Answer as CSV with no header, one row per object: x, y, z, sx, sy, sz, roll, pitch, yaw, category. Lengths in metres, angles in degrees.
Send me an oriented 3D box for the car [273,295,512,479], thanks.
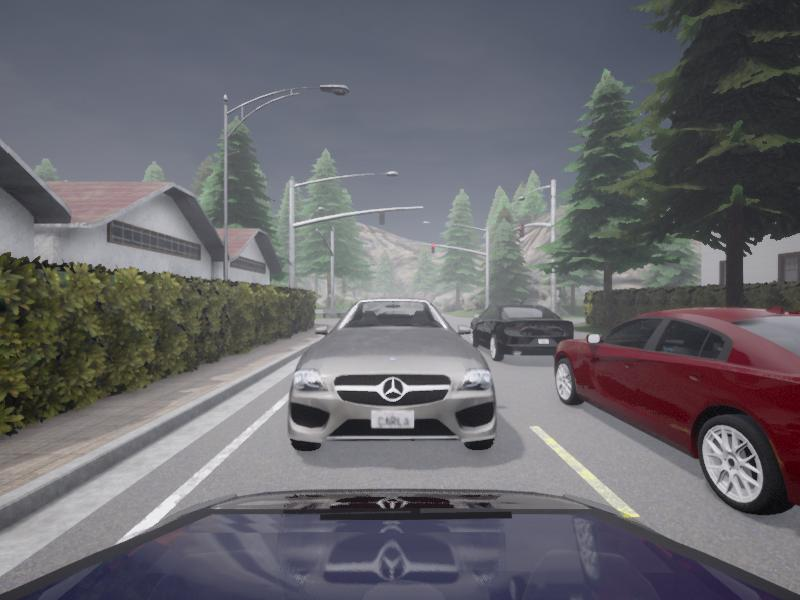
-0.104,0.780,6.114,2.152,1.651,5.027,0,0,-1,car

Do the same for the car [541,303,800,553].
3.434,0.823,4.488,1.882,1.535,5.008,0,0,-1,car

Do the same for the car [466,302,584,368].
3.346,0.823,11.870,1.882,1.535,5.008,0,0,-1,car
